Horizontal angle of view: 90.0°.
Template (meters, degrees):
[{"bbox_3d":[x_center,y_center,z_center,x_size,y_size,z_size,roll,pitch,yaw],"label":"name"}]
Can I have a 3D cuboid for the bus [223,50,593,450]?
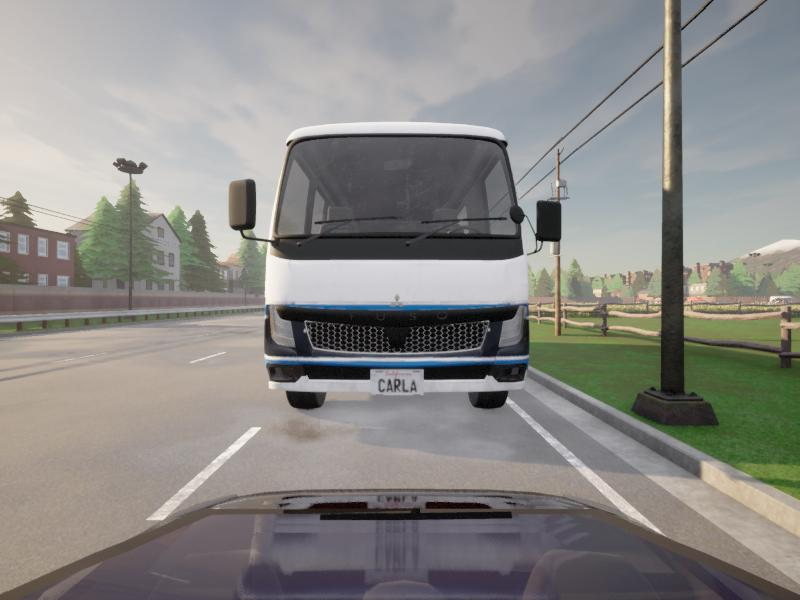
[{"bbox_3d":[0.062,-0.534,9.399,3.944,4.253,10.273,0,0,0],"label":"bus"}]
